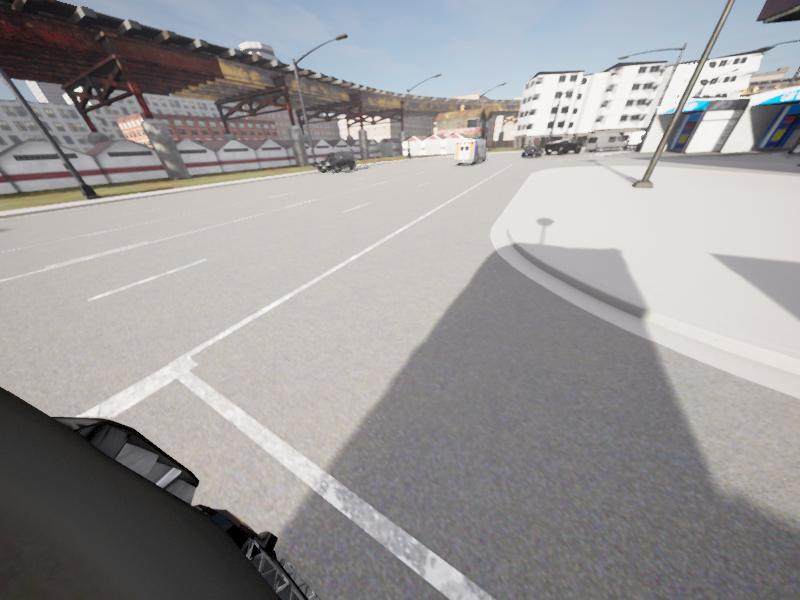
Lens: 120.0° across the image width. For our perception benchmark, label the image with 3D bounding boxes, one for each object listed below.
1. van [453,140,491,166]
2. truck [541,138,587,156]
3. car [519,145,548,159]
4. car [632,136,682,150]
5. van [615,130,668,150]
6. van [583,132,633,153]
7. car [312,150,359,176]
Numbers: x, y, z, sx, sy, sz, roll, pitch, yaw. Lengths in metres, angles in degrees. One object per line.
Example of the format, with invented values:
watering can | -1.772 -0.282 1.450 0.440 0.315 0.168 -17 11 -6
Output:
van | 8.897 -18.064 28.301 2.351 2.431 6.366 18 39 29
truck | 25.422 -23.758 35.859 6.274 2.098 2.390 -17 36 -20
car | 19.109 -21.236 33.078 3.633 1.501 1.845 -26 40 -30
car | 41.758 -25.521 37.619 5.238 1.638 1.930 -1 34 3
van | 41.956 -27.830 40.272 5.915 2.561 1.988 -1 34 3
van | 33.507 -25.433 37.336 5.915 2.561 1.988 -8 34 -7
car | -7.224 -15.880 26.651 2.150 2.045 5.566 7 35 19
